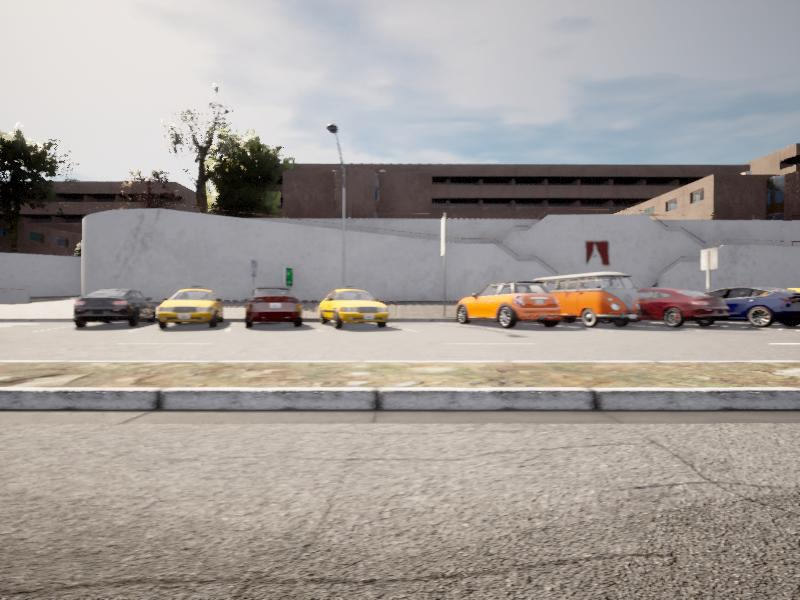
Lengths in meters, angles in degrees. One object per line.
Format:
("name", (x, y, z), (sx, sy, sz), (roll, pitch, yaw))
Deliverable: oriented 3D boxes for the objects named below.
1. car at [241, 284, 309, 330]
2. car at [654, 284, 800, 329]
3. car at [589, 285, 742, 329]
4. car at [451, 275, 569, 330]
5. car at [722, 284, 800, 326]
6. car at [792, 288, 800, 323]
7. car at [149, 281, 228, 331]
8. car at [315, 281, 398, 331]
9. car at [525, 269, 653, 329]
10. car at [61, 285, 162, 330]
("car", (-4.963, 0.263, 15.609), (2.163, 1.488, 4.792), (0, -1, -20))
("car", (12.941, 0.240, 15.600), (2.163, 1.488, 4.792), (0, -1, -20))
("car", (9.969, 0.262, 15.570), (2.002, 1.452, 4.674), (0, -1, -20))
("car", (4.008, 0.111, 15.551), (2.185, 1.767, 4.553), (0, -1, -20))
("car", (16.010, 0.183, 15.400), (1.946, 1.575, 5.366), (0, -1, -20))
("car", (18.937, 0.194, 15.543), (2.163, 1.488, 4.792), (0, -1, -20))
("car", (-7.868, 0.225, 15.411), (1.946, 1.575, 5.366), (1, -1, -20))
("car", (-1.902, 0.231, 15.408), (1.946, 1.575, 5.366), (1, -1, -20))
("car", (7.035, 0.006, 15.472), (1.878, 1.987, 4.442), (1, -1, -20))
("car", (-10.916, 0.271, 15.582), (2.002, 1.452, 4.674), (0, -1, -20))
